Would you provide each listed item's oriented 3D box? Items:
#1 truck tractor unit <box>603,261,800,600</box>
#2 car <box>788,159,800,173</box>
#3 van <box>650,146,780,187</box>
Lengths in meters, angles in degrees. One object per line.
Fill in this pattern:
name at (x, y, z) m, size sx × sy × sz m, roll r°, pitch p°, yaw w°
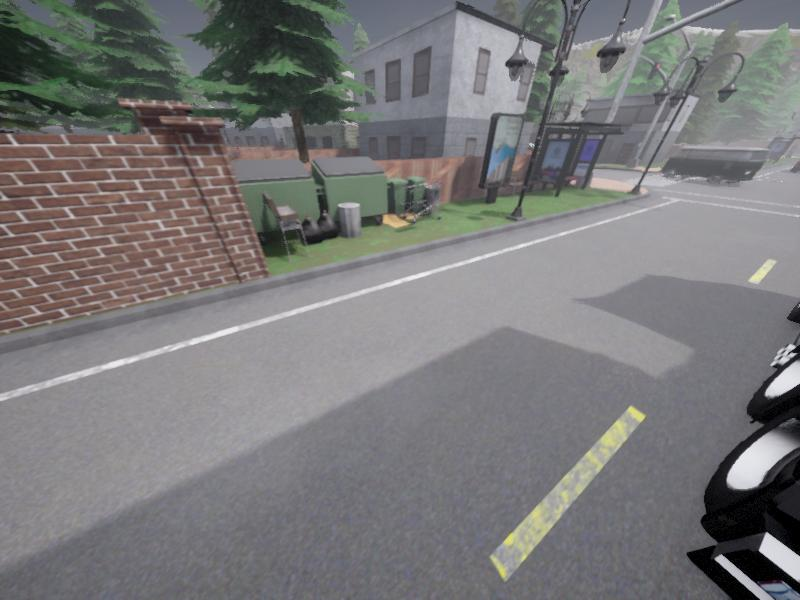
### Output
truck tractor unit at (5.102, -0.310, 0.787) m, size 6.516 × 4.208 × 3.053 m, roll -19°, pitch 39°, yaw -24°
car at (37.584, -12.458, 20.409) m, size 5.566 × 2.045 × 2.150 m, roll -18°, pitch 39°, yaw -25°
van at (20.208, -8.956, 15.269) m, size 1.775 × 1.987 × 4.442 m, roll -4°, pitch 35°, yaw -8°
